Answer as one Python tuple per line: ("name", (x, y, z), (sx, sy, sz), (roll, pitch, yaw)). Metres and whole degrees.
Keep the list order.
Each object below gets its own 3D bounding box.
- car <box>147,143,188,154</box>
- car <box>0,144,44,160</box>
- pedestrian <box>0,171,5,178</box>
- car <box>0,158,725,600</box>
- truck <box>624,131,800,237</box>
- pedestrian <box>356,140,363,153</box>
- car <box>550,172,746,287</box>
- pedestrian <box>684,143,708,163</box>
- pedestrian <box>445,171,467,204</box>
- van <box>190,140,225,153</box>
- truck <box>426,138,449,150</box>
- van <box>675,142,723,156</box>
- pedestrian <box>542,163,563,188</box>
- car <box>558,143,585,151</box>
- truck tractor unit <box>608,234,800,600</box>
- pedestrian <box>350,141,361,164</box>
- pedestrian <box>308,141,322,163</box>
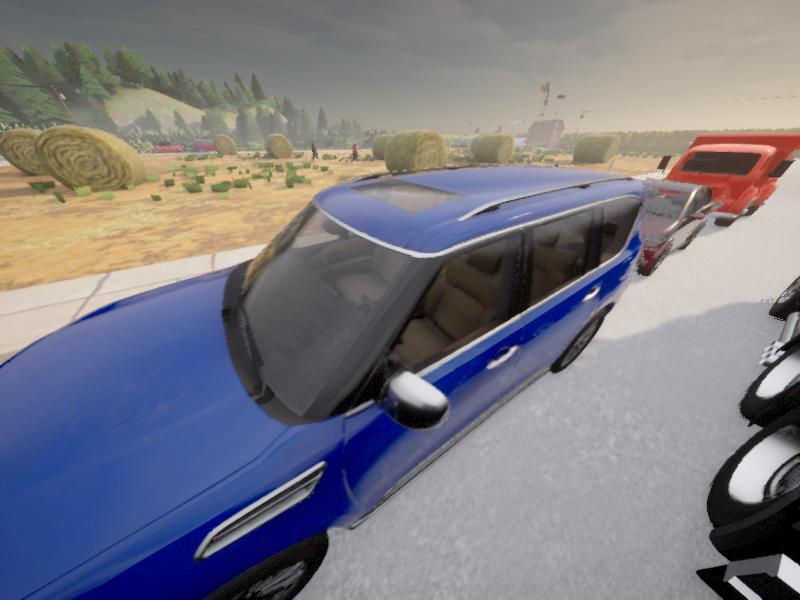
("car", (-40.271, -26.408, 40.194), (4.514, 1.525, 2.007), (-18, 39, -24))
("car", (-49.497, -19.499, 30.301), (2.007, 1.525, 4.514), (-28, 44, -34))
("pedestrian", (-25.715, -8.423, 13.987), (0.751, 1.860, 0.751), (-14, 37, -19))
("car", (0.142, -0.027, 2.261), (5.566, 2.045, 2.150), (-20, 40, -27))
("truck", (11.152, -4.285, 8.041), (5.204, 2.467, 2.627), (-20, 40, -27))
("pedestrian", (-7.107, -27.217, 40.948), (0.751, 1.860, 0.751), (12, 37, 16))
("car", (5.695, -1.887, 5.383), (3.705, 1.549, 1.789), (-20, 40, -27))
("pedestrian", (32.605, -16.221, 25.465), (0.751, 1.860, 0.751), (-20, 40, -27))
("pedestrian", (2.195, -4.425, 9.080), (0.500, 1.100, 0.500), (-11, 37, -16))
("van", (-35.208, -28.206, 42.393), (4.442, 1.987, 1.775), (-18, 39, -24))
("truck", (9.655, -40.378, 59.634), (5.204, 2.467, 2.627), (-17, 39, -24))
("van", (53.373, -27.131, 41.383), (2.069, 2.038, 4.480), (-20, 40, -26))
("pedestrian", (7.985, -6.527, 12.120), (0.500, 1.100, 0.500), (-27, 43, -34))
("car", (43.957, -39.298, 59.174), (2.038, 1.542, 4.974), (-20, 39, -26))
("truck tractor unit", (5.055, -0.353, 0.851), (6.516, 4.208, 3.053), (-20, 40, -26))
("pedestrian", (-4.531, -14.947, 23.420), (0.751, 1.860, 0.751), (4, 35, 5))
("pedestrian", (-8.896, -15.468, 24.138), (0.751, 1.860, 0.751), (7, 35, 9))
